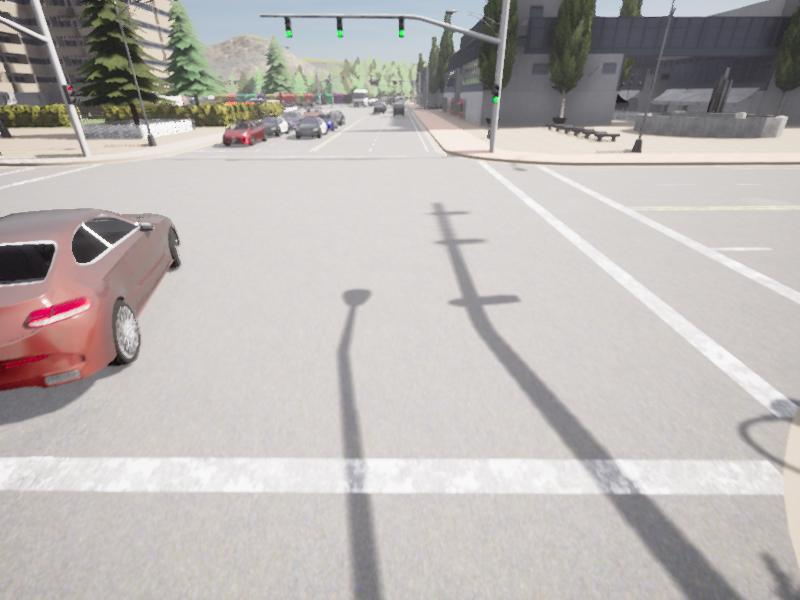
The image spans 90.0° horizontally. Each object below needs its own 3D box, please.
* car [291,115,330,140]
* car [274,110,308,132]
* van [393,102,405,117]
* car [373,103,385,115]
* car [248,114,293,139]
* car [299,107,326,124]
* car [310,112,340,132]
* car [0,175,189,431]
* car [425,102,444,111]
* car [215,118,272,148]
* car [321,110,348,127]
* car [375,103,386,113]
[{"bbox_3d":[-7.100,-13.978,32.261,2.038,1.542,4.974,0,27,0],"label":"car"},{"bbox_3d":[-10.618,-17.668,39.373,2.033,1.649,4.856,0,27,0],"label":"car"},{"bbox_3d":[-0.180,-29.647,62.268,1.775,1.987,4.442,0,27,0],"label":"van"},{"bbox_3d":[-3.703,-34.031,71.220,1.930,1.638,5.238,0,27,0],"label":"car"},{"bbox_3d":[-10.603,-14.451,33.205,2.038,1.542,4.974,0,27,0],"label":"car"},{"bbox_3d":[-10.644,-22.635,49.008,2.242,1.667,4.611,0,27,0],"label":"car"},{"bbox_3d":[-7.116,-17.162,38.476,2.007,1.525,4.514,0,27,0],"label":"car"},{"bbox_3d":[-4.835,-0.489,5.845,2.152,1.651,5.027,-8,28,-15],"label":"car"},{"bbox_3d":[7.462,-42.214,87.227,3.988,1.617,1.851,0,27,0],"label":"car"},{"bbox_3d":[-10.651,-11.603,27.658,2.007,1.525,4.514,1,27,1],"label":"car"},{"bbox_3d":[-7.131,-20.063,44.148,2.128,1.511,4.902,0,27,0],"label":"car"},{"bbox_3d":[-3.733,-37.772,78.509,2.033,1.649,4.856,0,27,0],"label":"car"}]
